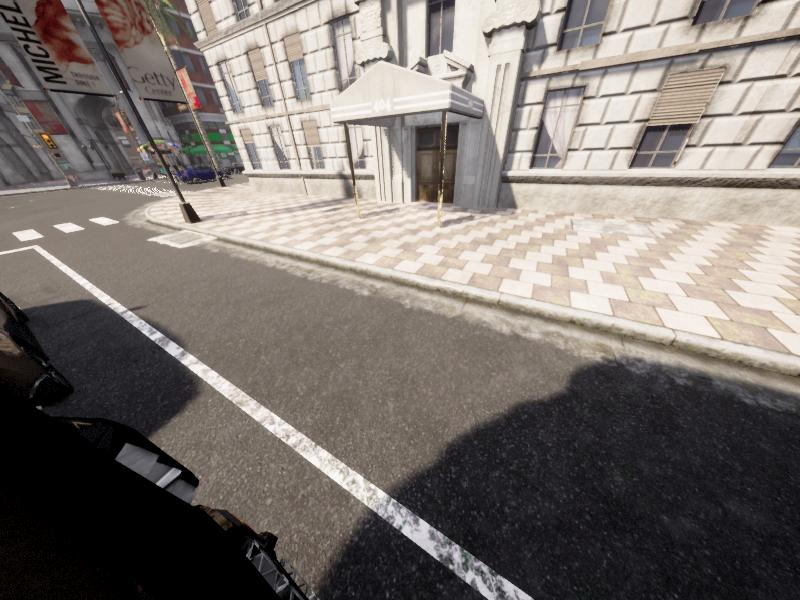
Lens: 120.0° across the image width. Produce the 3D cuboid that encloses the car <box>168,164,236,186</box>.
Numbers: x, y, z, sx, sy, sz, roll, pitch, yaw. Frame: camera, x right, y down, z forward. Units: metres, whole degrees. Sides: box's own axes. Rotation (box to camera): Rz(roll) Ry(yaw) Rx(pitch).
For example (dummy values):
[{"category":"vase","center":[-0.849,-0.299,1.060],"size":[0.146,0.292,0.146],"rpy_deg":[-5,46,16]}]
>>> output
[{"category":"car","center":[-19.823,-12.762,23.389],"size":[1.812,1.442,4.674],"rpy_deg":[16,38,26]}]

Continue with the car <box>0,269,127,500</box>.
[{"category":"car","center":[-5.464,0.514,2.228],"size":[4.902,1.511,2.128],"rpy_deg":[15,38,25]}]

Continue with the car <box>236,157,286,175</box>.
[{"category":"car","center":[-18.480,-18.039,31.053],"size":[1.930,1.638,5.238],"rpy_deg":[16,38,26]}]

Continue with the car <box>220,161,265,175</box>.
[{"category":"car","center":[-21.806,-18.456,32.251],"size":[1.895,1.301,4.718],"rpy_deg":[16,38,27]}]
